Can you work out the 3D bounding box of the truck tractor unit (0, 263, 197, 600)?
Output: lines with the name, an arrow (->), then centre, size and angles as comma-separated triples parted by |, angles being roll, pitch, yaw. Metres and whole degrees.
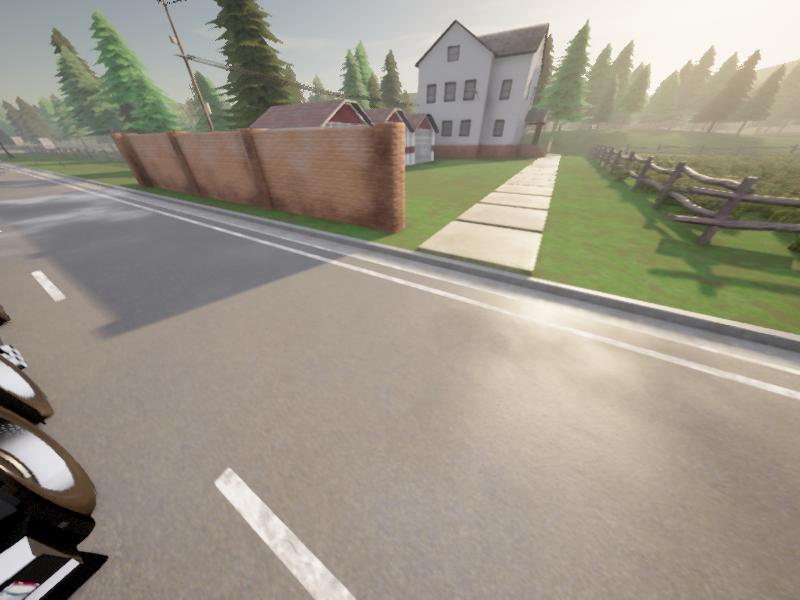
truck tractor unit -> -5.113, -0.299, 0.779 | 6.516, 4.208, 3.053 | 18, 39, 24
